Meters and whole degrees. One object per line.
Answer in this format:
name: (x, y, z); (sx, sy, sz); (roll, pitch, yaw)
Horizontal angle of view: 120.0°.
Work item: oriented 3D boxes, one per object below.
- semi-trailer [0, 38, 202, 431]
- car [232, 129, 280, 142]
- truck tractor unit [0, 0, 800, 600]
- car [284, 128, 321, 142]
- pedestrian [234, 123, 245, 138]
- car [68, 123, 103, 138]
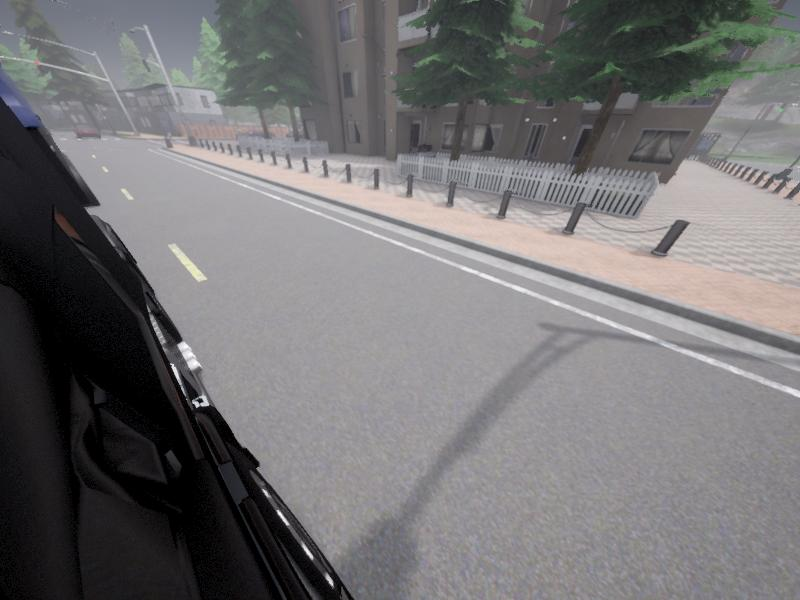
semi-trailer: (-8.747, -3.546, 4.216); (14.254, 4.402, 2.717); (27, 43, 30)
car: (-21.061, -24.230, 34.019); (2.033, 1.411, 5.357); (30, 45, 32)
truck tractor unit: (-2.645, -0.295, 0.351); (6.516, 4.208, 3.053); (28, 44, 30)
car: (-16.148, -27.386, 38.350); (2.152, 1.651, 5.027); (30, 45, 32)
pedestrian: (-25.724, -27.121, 36.988); (0.751, 1.860, 0.751); (30, 44, 32)
car: (-39.371, -21.143, 28.868); (4.181, 1.385, 1.994); (28, 43, 30)
